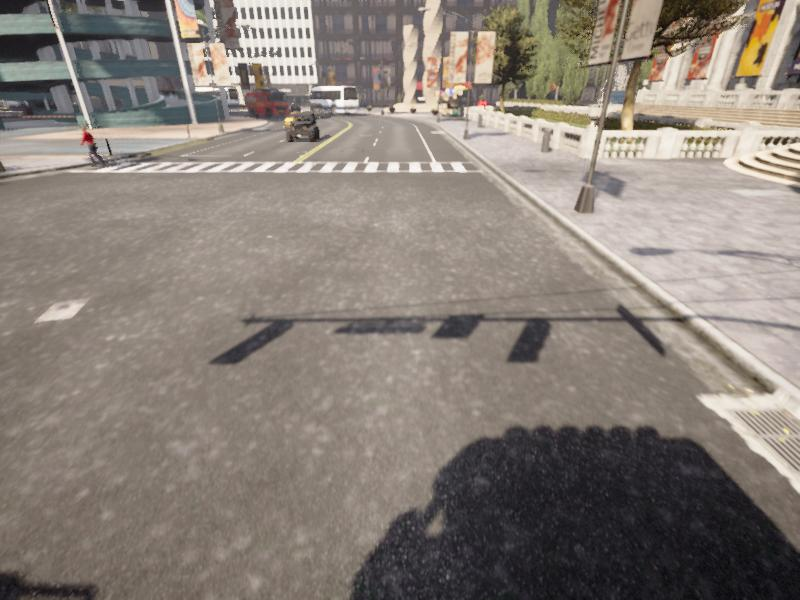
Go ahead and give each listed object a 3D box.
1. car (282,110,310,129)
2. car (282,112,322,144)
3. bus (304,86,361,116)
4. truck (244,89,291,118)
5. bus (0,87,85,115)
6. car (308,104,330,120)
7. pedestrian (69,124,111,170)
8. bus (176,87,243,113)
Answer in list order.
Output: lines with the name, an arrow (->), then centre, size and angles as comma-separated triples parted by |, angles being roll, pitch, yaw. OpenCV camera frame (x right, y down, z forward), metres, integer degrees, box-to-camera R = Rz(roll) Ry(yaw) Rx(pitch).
car -> -10.712, -18.747, 41.477 | 1.801, 1.575, 5.366 | -2, 27, -3
car -> -7.025, -12.594, 29.129 | 1.905, 1.878, 3.866 | 0, 27, -1
bus -> -11.245, -33.041, 66.395 | 3.944, 4.253, 10.273 | -23, 35, -37
truck -> -20.433, -30.385, 61.724 | 2.891, 3.827, 8.468 | -23, 35, -37
bus -> -62.963, -35.129, 70.675 | 10.273, 4.253, 3.944 | 0, 27, 0
car -> -11.436, -26.565, 56.366 | 1.905, 1.878, 3.866 | -13, 30, -23
pedestrian -> -13.979, -6.924, 18.095 | 0.751, 1.860, 0.751 | -1, 27, -2
bus -> -36.054, -37.897, 75.957 | 10.273, 4.253, 3.944 | 5, 28, 9
